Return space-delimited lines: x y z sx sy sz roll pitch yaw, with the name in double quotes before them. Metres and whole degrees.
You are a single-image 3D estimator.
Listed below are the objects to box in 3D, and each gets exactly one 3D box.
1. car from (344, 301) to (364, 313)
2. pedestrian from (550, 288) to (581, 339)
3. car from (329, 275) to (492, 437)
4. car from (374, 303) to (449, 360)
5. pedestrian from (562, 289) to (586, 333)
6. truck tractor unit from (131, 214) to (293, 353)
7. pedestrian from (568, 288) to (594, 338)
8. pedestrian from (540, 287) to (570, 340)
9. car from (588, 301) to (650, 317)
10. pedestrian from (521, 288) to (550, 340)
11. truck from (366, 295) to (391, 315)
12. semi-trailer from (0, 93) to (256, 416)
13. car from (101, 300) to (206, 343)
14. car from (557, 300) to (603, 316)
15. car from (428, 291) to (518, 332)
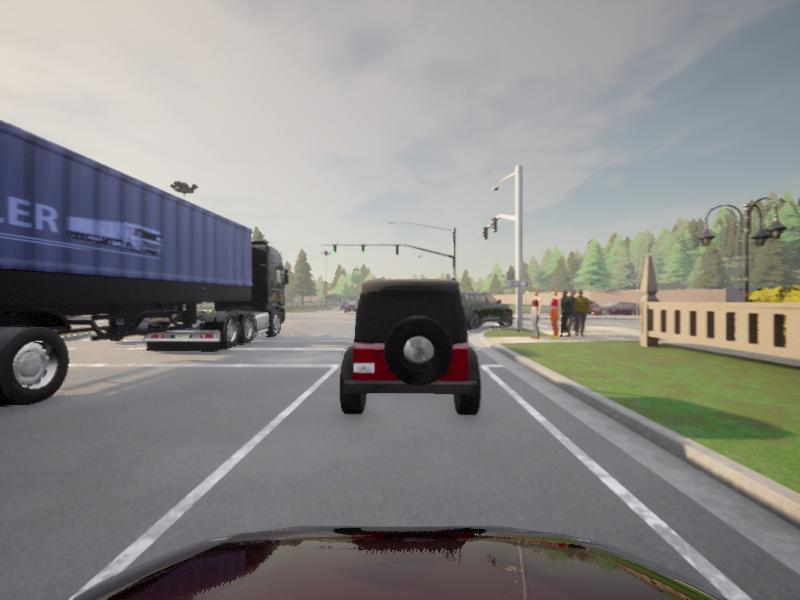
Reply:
"car" -5.758 0.879 50.629 1.812 1.442 4.674 0 0 1
"pedestrian" 6.193 0.487 14.998 0.751 1.860 0.751 0 0 -23
"car" 0.168 0.648 6.609 1.905 1.878 3.866 0 0 1
"car" 0.391 0.856 12.493 1.970 1.475 3.806 0 0 3
"pedestrian" 7.510 0.450 17.305 0.751 1.860 0.751 0 0 8
"truck tractor unit" -6.610 -0.518 15.427 3.053 4.208 6.516 0 0 1
"pedestrian" 6.921 0.487 15.301 0.751 1.860 0.751 0 0 38
"pedestrian" 5.691 0.479 14.696 0.751 1.860 0.751 0 0 -14
"car" 20.965 0.856 38.528 4.792 1.488 2.163 0 0 2
"pedestrian" 4.960 0.487 14.645 0.751 1.860 0.751 0 0 -9
"truck" -2.361 0.549 45.994 2.390 2.098 6.274 0 0 1
"semi-trailer" -6.774 -0.616 7.514 2.717 4.402 14.254 0 0 1
"car" -10.083 0.792 16.772 1.851 1.617 3.988 0 0 1
"car" 18.862 0.794 42.107 3.988 1.617 1.851 0 0 2
"car" 4.282 0.574 22.732 5.566 2.045 2.150 0 -1 -44
